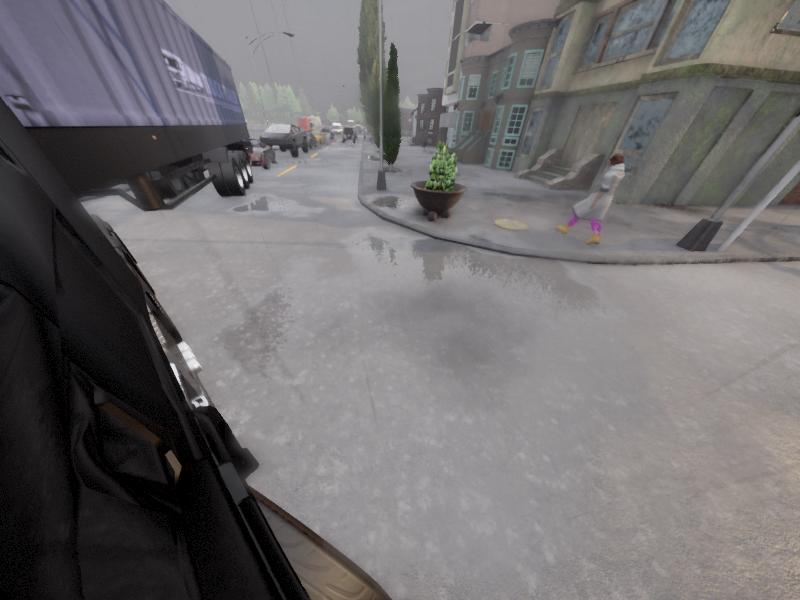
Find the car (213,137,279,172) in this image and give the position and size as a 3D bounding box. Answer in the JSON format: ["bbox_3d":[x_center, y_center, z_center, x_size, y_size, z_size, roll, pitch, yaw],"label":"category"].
[{"bbox_3d":[-8.744,-8.653,13.575,1.994,1.385,4.181,-7,37,-12],"label":"car"}]

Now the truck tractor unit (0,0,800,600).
[{"bbox_3d":[-2.645,-0.295,0.352,6.516,4.208,3.053,28,44,30],"label":"truck tractor unit"}]

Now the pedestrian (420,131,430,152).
[{"bbox_3d":[2.797,-17.830,26.008,0.751,1.860,0.751,-5,37,-10],"label":"pedestrian"}]

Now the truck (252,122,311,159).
[{"bbox_3d":[-9.392,-13.287,19.114,2.390,2.098,6.274,-2,37,-7],"label":"truck"}]

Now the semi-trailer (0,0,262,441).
[{"bbox_3d":[-6.237,-4.575,5.689,2.717,4.402,14.254,-11,39,-18],"label":"semi-trailer"}]

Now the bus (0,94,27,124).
[{"bbox_3d":[-75.187,-33.550,40.210,3.944,4.253,10.273,-2,37,-7],"label":"bus"}]

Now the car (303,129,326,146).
[{"bbox_3d":[-11.149,-21.595,30.582,1.801,1.575,5.366,-2,37,-7],"label":"car"}]

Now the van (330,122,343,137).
[{"bbox_3d":[-14.877,-40.216,54.492,1.988,2.561,5.915,-2,37,-7],"label":"van"}]

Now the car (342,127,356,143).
[{"bbox_3d":[-8.058,-26.183,36.672,1.905,1.878,3.866,-2,37,-7],"label":"car"}]

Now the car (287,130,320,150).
[{"bbox_3d":[-10.294,-17.393,25.054,2.128,1.511,4.902,-2,37,-7],"label":"car"}]

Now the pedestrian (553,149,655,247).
[{"bbox_3d":[4.457,-2.272,5.227,0.751,1.860,0.751,-11,39,-18],"label":"pedestrian"}]

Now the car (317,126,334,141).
[{"bbox_3d":[-12.474,-28.202,39.092,1.932,1.855,4.605,-2,38,-7],"label":"car"}]
